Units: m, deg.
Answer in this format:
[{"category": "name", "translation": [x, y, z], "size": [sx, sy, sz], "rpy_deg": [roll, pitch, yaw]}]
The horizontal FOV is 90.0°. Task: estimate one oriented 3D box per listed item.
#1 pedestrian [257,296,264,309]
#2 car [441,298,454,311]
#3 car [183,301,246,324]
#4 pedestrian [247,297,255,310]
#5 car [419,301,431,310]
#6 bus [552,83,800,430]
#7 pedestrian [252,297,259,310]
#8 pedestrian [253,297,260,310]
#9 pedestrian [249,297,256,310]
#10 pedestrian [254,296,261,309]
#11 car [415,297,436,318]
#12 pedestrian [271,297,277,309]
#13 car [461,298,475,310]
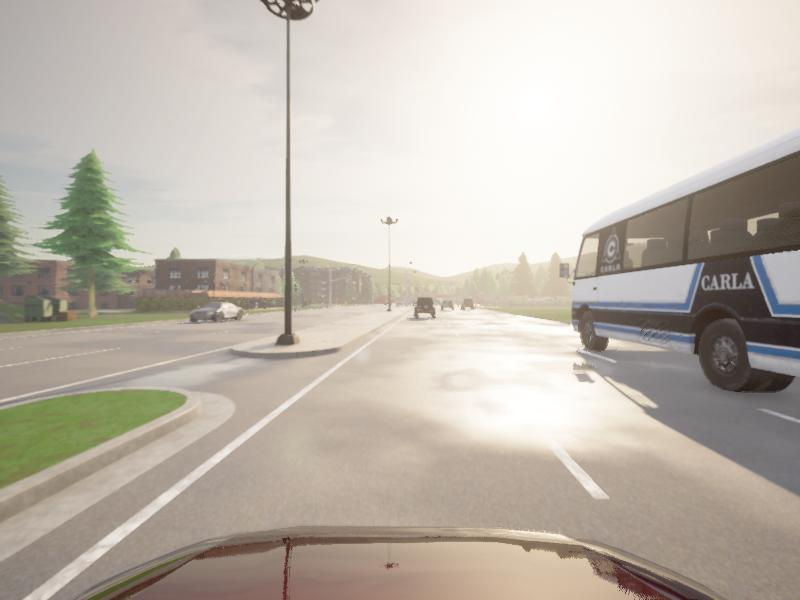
[{"category": "pedestrian", "translation": [-20.168, 0.368, 57.740], "size": [0.751, 1.860, 0.751], "rpy_deg": [0, 0, -4]}, {"category": "car", "translation": [7.395, 0.679, 62.699], "size": [1.932, 1.855, 4.605], "rpy_deg": [0, 0, 4]}, {"category": "car", "translation": [-13.434, 0.835, 29.357], "size": [2.038, 1.542, 4.974], "rpy_deg": [0, 0, 4]}, {"category": "pedestrian", "translation": [-20.475, 0.499, 55.119], "size": [0.751, 1.860, 0.751], "rpy_deg": [0, 0, 8]}, {"category": "car", "translation": [4.115, 0.881, 65.924], "size": [1.816, 1.474, 4.193], "rpy_deg": [0, 0, 4]}, {"category": "bus", "translation": [7.110, -0.528, 9.069], "size": [3.944, 4.253, 10.273], "rpy_deg": [0, 0, 3]}, {"category": "pedestrian", "translation": [-20.523, 0.500, 56.823], "size": [0.751, 1.860, 0.751], "rpy_deg": [0, 0, 6]}, {"category": "pedestrian", "translation": [-20.257, 0.500, 56.363], "size": [0.751, 1.860, 0.751], "rpy_deg": [0, 0, 2]}, {"category": "pedestrian", "translation": [-20.583, 0.500, 55.846], "size": [0.751, 1.860, 0.751], "rpy_deg": [0, 0, 7]}, {"category": "pedestrian", "translation": [-20.487, 0.368, 57.447], "size": [0.751, 1.860, 0.751], "rpy_deg": [0, 0, 8]}, {"category": "car", "translation": [2.313, 0.661, 37.281], "size": [1.905, 1.878, 3.866], "rpy_deg": [0, 0, 2]}, {"category": "pedestrian", "translation": [-19.969, 0.503, 63.421], "size": [0.751, 1.860, 0.751], "rpy_deg": [0, 0, 2]}, {"category": "car", "translation": [11.149, 0.674, 66.173], "size": [1.905, 1.878, 3.866], "rpy_deg": [0, 0, 4]}]
